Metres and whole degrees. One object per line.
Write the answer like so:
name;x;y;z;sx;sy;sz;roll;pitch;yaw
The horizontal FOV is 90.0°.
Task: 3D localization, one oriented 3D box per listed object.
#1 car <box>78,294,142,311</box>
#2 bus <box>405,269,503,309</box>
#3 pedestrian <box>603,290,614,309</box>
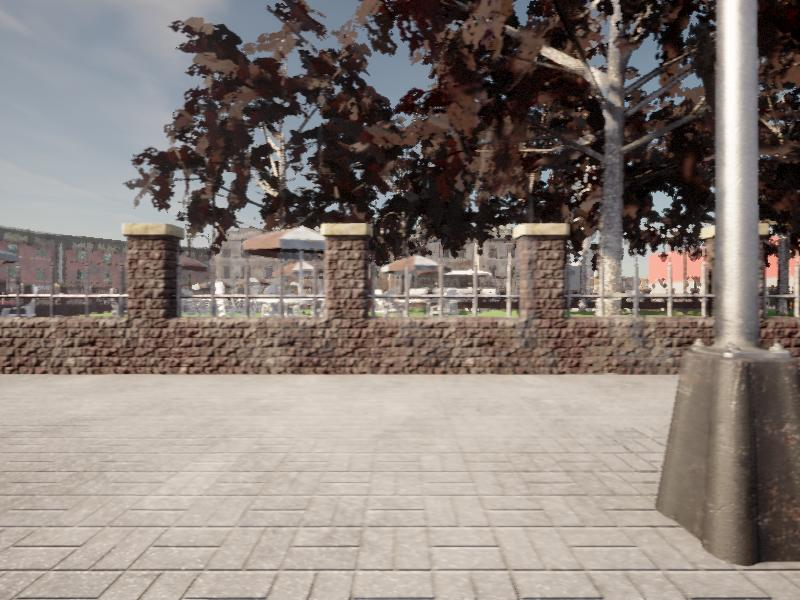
car;-29.081;0.233;40.316;2.128;1.511;4.902;0;0;23
bus;5.665;-1.133;44.089;10.273;4.253;3.944;0;0;0
pedestrian;20.516;-0.064;39.365;0.751;1.860;0.751;0;0;8
